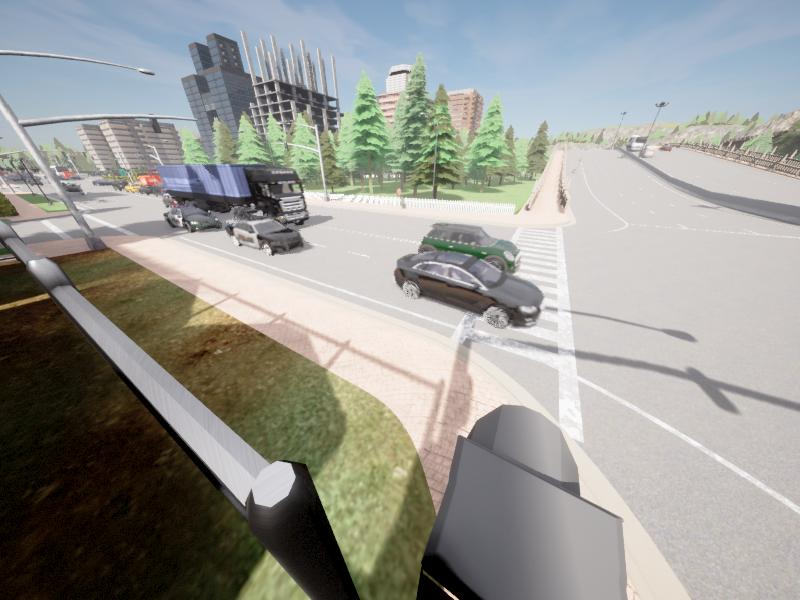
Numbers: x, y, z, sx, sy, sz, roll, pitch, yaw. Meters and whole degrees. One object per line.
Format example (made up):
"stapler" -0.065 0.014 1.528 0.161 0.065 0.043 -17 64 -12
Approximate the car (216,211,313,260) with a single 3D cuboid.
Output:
"car" -7.562 -3.751 12.861 5.238 1.638 1.930 17 34 27

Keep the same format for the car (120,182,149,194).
"car" -47.118 -19.966 41.007 5.366 1.575 1.801 17 34 27

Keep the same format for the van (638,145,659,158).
"van" 70.355 -42.140 65.513 2.351 2.431 6.366 16 41 26

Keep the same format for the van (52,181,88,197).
"van" -51.594 -17.432 36.160 4.480 2.038 2.069 17 34 27

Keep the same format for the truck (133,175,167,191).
"truck" -49.132 -23.022 45.411 5.204 2.467 2.627 17 34 27

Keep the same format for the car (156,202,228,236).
"car" -15.321 -6.085 17.014 4.974 1.542 2.038 17 34 27

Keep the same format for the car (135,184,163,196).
"car" -41.167 -18.094 37.870 4.193 1.474 1.816 17 34 27

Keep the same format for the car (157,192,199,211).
"car" -24.372 -10.883 25.398 3.806 1.475 1.970 17 34 27

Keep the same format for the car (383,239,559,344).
"car" 2.044 -0.652 7.626 4.902 1.511 2.128 19 35 30

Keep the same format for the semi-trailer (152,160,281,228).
"semi-trailer" -16.775 -9.879 20.697 14.254 4.402 2.717 18 34 27

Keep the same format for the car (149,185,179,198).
"car" -35.779 -16.477 34.990 3.705 1.549 1.789 17 34 27

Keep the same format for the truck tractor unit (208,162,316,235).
"truck tractor unit" -10.069 -7.700 17.113 6.516 4.208 3.053 17 34 27

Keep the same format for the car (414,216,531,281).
"car" 3.183 -2.585 10.689 4.553 1.767 2.097 17 34 27

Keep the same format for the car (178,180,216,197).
"car" -31.949 -17.567 36.387 5.566 2.045 2.150 17 34 27
